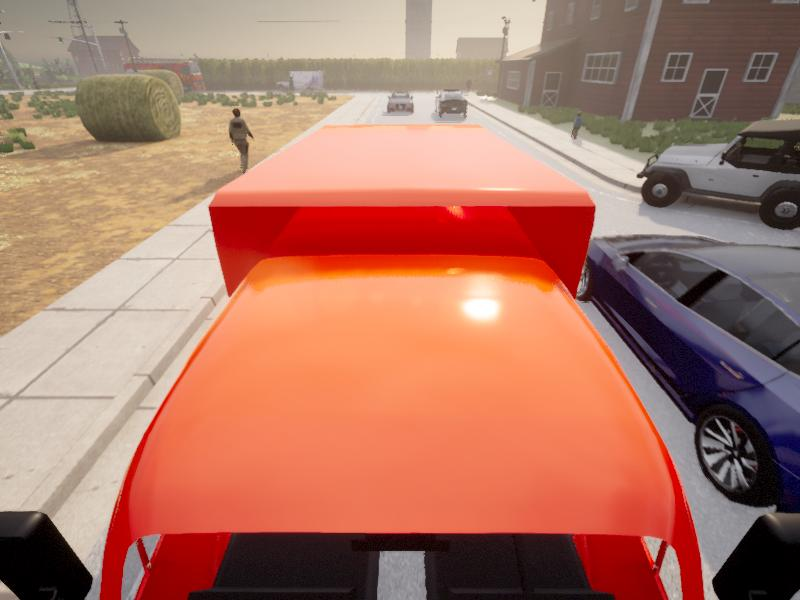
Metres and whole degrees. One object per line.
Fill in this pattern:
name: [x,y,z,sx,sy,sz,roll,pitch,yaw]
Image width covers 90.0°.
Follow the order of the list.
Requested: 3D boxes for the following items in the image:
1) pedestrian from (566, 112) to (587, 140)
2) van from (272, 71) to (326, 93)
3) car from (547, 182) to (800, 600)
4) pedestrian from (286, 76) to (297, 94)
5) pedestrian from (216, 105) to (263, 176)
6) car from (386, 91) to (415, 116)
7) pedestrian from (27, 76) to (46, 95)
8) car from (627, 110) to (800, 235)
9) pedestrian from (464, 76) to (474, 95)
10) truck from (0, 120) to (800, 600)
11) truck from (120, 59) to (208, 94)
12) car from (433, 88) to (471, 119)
pedestrian: [7.851,-7.752,17.806,0.500,1.100,0.500,-1,30,-2]
van: [-13.347,-29.084,53.362,6.366,2.431,2.351,1,30,1]
car: [3.504,0.152,4.152,2.163,1.488,4.792,0,31,0]
pedestrian: [-12.697,-25.157,46.861,0.751,1.860,0.751,5,31,9]
pedestrian: [-4.730,-4.739,11.905,0.751,1.860,0.751,1,30,1]
car: [0.044,-14.638,29.661,1.994,1.385,4.181,0,30,0]
pedestrian: [-42.360,-25.040,46.665,0.751,1.860,0.751,2,30,3]
car: [7.685,-2.975,8.894,1.905,1.878,3.866,-30,40,-32]
pedestrian: [7.757,-24.017,44.857,0.751,1.860,0.751,18,35,28]
truck: [0.012,0.119,3.348,2.627,2.467,5.204,0,30,0]
truck: [-29.410,-28.049,50.212,8.468,3.827,2.891,1,30,1]
car: [3.546,-13.923,28.169,1.930,1.638,5.238,0,30,0]
